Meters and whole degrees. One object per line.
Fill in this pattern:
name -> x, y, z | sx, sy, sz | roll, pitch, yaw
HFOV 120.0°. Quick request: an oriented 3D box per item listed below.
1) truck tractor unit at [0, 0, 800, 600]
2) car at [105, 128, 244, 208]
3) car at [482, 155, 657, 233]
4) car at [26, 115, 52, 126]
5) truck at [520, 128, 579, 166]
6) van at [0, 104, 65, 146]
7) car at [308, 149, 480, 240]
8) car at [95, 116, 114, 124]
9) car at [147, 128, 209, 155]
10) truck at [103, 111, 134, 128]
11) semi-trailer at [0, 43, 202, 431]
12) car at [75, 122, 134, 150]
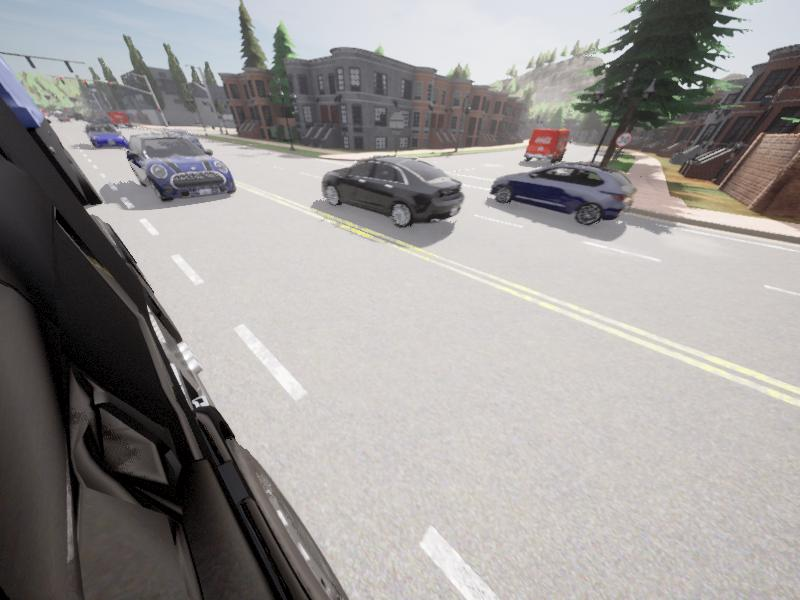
truck tractor unit -> -2.645, -0.295, 0.351 | 6.516, 4.208, 3.053 | 28, 44, 30
car -> -7.863, -4.814, 8.082 | 4.553, 1.767, 2.097 | 28, 44, 30
car -> 5.291, -3.820, 7.838 | 1.816, 1.474, 4.193 | -25, 45, -32
car -> -65.389, -32.604, 41.916 | 5.357, 1.411, 2.033 | 28, 44, 30
truck -> 13.632, -13.988, 21.045 | 2.627, 2.467, 5.204 | 30, 45, 31
van -> -30.053, -14.171, 18.661 | 6.366, 2.431, 2.351 | 28, 44, 30
car -> -0.441, -3.472, 7.003 | 4.892, 1.490, 1.837 | 28, 44, 30
car -> -78.065, -47.637, 61.089 | 4.611, 1.667, 2.242 | 28, 44, 30
car -> -17.327, -12.441, 18.008 | 5.357, 1.411, 2.033 | 28, 44, 30
truck -> -56.670, -36.334, 46.550 | 5.204, 2.467, 2.627 | 28, 44, 30
semi-trailer -> -8.703, -3.603, 4.223 | 14.254, 4.402, 2.717 | 28, 44, 30
car -> -23.046, -12.804, 18.025 | 4.514, 1.525, 2.007 | 28, 44, 30
